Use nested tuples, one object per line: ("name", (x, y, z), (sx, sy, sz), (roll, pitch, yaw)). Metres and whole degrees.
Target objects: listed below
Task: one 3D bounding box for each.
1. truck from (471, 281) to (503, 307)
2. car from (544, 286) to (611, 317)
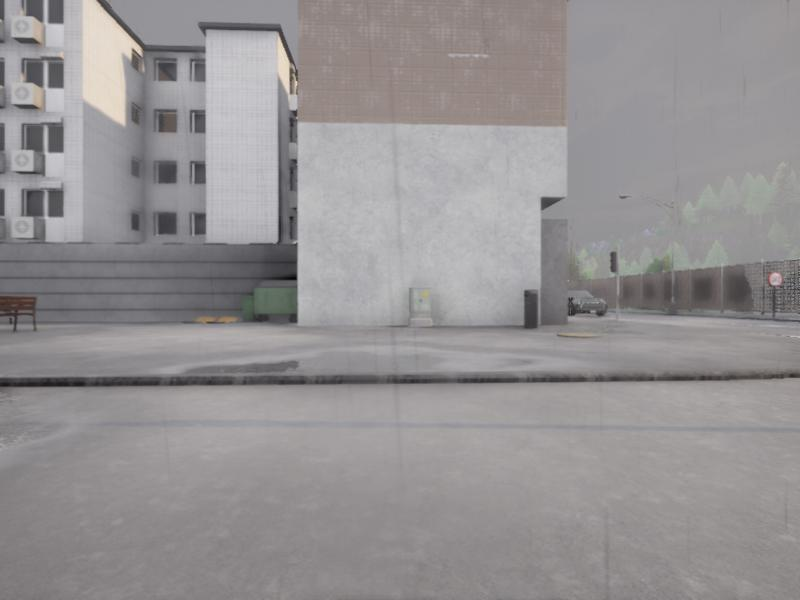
("truck", (13.636, -0.933, 63.351), (2.891, 3.827, 8.468), (0, 0, -2))
("car", (11.145, 0.088, 25.485), (2.097, 1.767, 4.553), (0, 0, -2))
